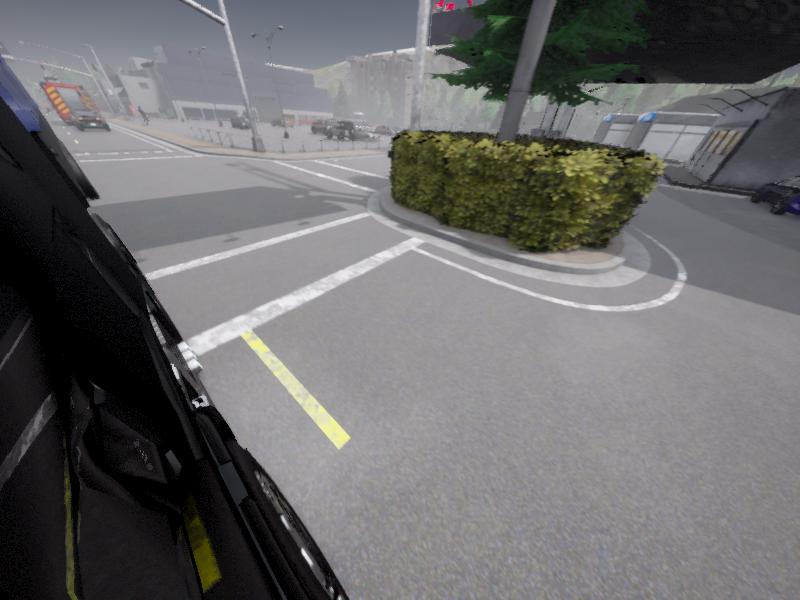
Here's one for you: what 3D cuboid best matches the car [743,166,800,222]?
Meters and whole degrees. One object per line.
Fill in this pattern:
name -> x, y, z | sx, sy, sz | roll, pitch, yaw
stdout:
car -> 18.806, -4.800, 10.536 | 2.242, 1.667, 4.611 | 29, 44, 29

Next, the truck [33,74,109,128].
truck -> -35.485, -21.311, 24.937 | 8.468, 3.827, 2.891 | 29, 44, 29

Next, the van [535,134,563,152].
van -> 22.674, -23.893, 35.176 | 2.069, 2.038, 4.480 | 29, 44, 29

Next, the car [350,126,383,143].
car -> -4.251, -20.808, 29.029 | 3.806, 1.475, 1.970 | 29, 44, 29

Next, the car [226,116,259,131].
car -> -22.873, -25.645, 33.548 | 4.514, 1.523, 2.007 | 29, 44, 29

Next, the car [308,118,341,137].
car -> -10.749, -24.607, 32.942 | 4.605, 1.855, 1.932 | 29, 44, 29

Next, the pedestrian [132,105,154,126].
pedestrian -> -29.716, -21.276, 26.719 | 0.751, 1.860, 0.751 | 8, 38, 6

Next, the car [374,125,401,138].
car -> -2.223, -29.641, 40.537 | 4.514, 1.523, 2.007 | 29, 44, 29

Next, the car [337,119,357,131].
car -> -12.278, -40.489, 53.364 | 4.605, 1.855, 1.932 | 29, 44, 29

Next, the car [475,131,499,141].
car -> 19.664, -37.365, 52.530 | 4.514, 1.523, 2.007 | 29, 44, 29

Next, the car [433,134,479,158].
car -> 5.666, -15.500, 23.153 | 2.033, 1.649, 4.856 | 29, 44, 29

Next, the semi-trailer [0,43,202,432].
semi-trailer -> -8.675, -3.691, 4.140 | 14.254, 4.402, 2.717 | 29, 44, 29

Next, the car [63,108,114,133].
car -> -28.743, -16.597, 21.308 | 4.974, 1.542, 2.038 | 29, 44, 29

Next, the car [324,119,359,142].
car -> -6.837, -19.826, 27.065 | 3.866, 1.878, 1.905 | 29, 44, 29

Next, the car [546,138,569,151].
car -> 26.805, -26.504, 39.340 | 2.007, 1.525, 4.514 | 29, 44, 29

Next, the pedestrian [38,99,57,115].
pedestrian -> -58.135, -31.810, 38.106 | 0.751, 1.860, 0.751 | -22, 45, -30

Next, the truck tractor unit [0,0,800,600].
truck tractor unit -> -2.645, -0.295, 0.351 | 6.516, 4.208, 3.053 | 28, 44, 30

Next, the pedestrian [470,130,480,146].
pedestrian -> 10.711, -23.197, 33.080 | 0.751, 1.860, 0.751 | 29, 44, 29

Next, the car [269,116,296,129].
car -> -22.039, -33.343, 43.347 | 5.027, 1.636, 2.152 | 29, 44, 29

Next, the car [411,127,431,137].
car -> 4.220, -34.014, 46.800 | 3.633, 1.501, 1.845 | 29, 44, 29

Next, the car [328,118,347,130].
car -> -13.826, -39.048, 51.329 | 3.866, 1.878, 1.905 | 29, 44, 29

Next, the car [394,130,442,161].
car -> 1.503, -12.774, 19.043 | 1.905, 1.878, 3.866 | 29, 44, 29

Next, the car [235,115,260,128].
car -> -25.913, -30.312, 39.212 | 3.806, 1.475, 1.970 | 29, 44, 29

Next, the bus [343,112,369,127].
bus -> -16.998, -69.714, 89.169 | 10.273, 4.253, 3.944 | 29, 44, 28
